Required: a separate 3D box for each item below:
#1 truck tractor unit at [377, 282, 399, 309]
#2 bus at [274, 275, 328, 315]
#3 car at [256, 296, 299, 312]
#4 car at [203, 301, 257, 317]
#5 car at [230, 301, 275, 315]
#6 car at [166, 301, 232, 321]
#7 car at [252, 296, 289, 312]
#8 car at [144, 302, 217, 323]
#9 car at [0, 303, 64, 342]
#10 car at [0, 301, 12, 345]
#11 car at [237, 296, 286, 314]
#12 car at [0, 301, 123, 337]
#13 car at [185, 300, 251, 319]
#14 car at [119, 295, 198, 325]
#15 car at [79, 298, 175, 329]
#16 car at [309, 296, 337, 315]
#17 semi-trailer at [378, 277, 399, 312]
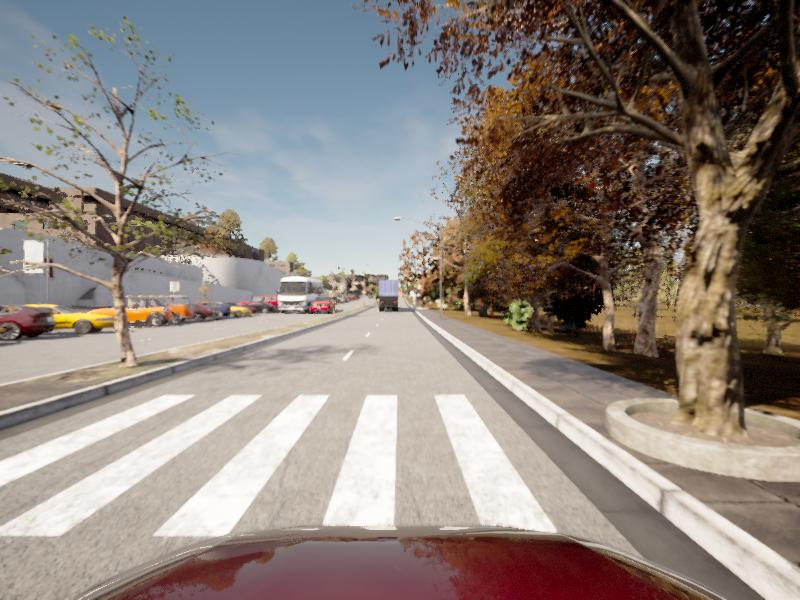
[{"bbox_3d":[-2.039,-0.760,65.072,3.053,4.208,6.516,0,1,-5],"label":"truck tractor unit"},{"bbox_3d":[-11.668,-0.587,48.394,3.944,4.253,10.273,0,1,0],"label":"bus"},{"bbox_3d":[-16.833,0.459,54.855,5.566,2.045,2.435,-1,0,-20],"label":"car"},{"bbox_3d":[-16.838,0.882,39.934,4.792,1.488,2.163,-1,0,-20],"label":"car"},{"bbox_3d":[-16.857,0.845,45.891,4.674,1.452,2.002,-1,1,-20],"label":"car"},{"bbox_3d":[-16.896,0.913,33.938,4.792,1.488,2.163,-1,0,-20],"label":"car"},{"bbox_3d":[-16.752,0.517,51.903,4.442,1.987,1.878,-1,0,-20],"label":"car"},{"bbox_3d":[-16.866,0.927,30.965,4.674,1.452,2.002,-1,0,-20],"label":"car"},{"bbox_3d":[-16.908,0.891,16.033,4.792,1.488,2.163,-1,0,-20],"label":"car"},{"bbox_3d":[-16.711,0.845,13.129,5.366,1.575,1.946,-1,0,-20],"label":"car"},{"bbox_3d":[-16.889,0.527,48.859,5.566,2.045,2.435,-1,1,-20],"label":"car"},{"bbox_3d":[-16.706,0.866,19.095,5.366,1.575,1.946,-1,0,-20],"label":"car"},{"bbox_3d":[-16.695,0.863,37.007,5.366,1.575,1.946,-1,0,-20],"label":"car"},{"bbox_3d":[-16.769,0.664,28.033,4.442,1.987,1.878,-1,0,-20],"label":"car"},{"bbox_3d":[-16.848,0.761,25.005,4.553,1.767,2.185,-1,0,-20],"label":"car"},{"bbox_3d":[-8.784,0.538,45.936,2.150,2.045,5.566,0,1,-1],"label":"car"},{"bbox_3d":[-1.673,-0.769,57.169,2.717,4.402,14.254,0,1,-2],"label":"semi-trailer"}]
